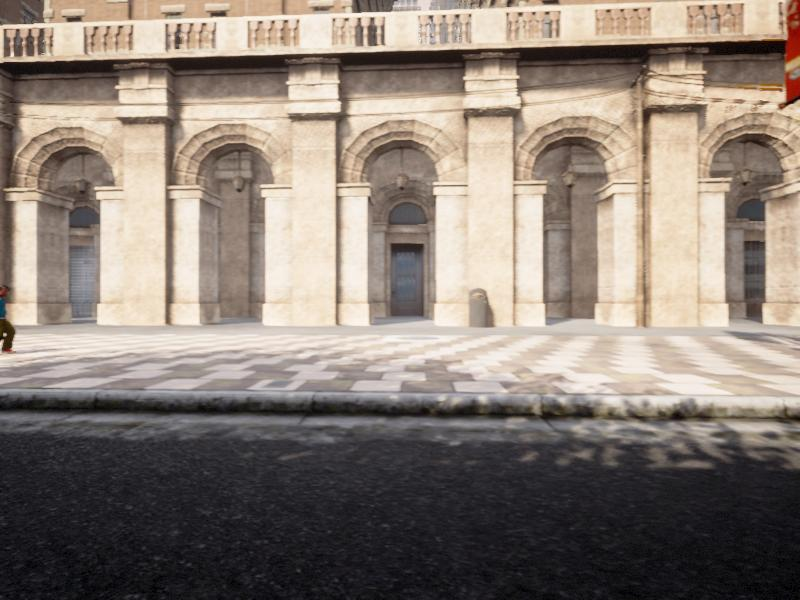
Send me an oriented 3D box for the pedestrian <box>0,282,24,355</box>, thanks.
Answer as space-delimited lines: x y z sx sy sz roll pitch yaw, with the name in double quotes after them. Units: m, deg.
-6.331 0.277 6.240 0.500 1.100 0.500 0 0 -15 "pedestrian"
